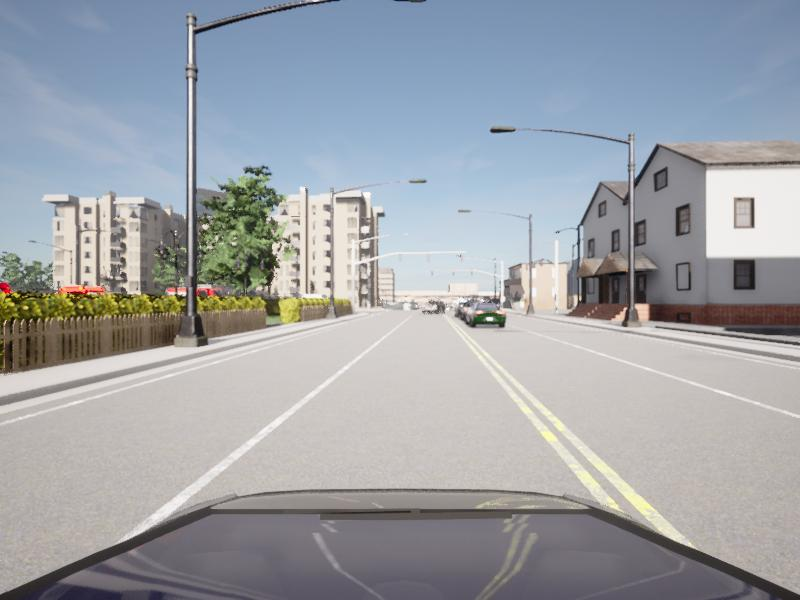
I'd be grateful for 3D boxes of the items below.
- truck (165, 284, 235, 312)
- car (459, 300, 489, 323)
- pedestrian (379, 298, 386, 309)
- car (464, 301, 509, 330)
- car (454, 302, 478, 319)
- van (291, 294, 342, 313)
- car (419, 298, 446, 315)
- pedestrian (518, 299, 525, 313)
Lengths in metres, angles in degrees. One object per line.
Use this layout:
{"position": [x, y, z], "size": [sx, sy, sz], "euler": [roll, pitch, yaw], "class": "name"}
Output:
{"position": [-27.772, -0.250, 55.805], "size": [8.468, 3.827, 2.891], "euler": [0, 0, 6], "class": "truck"}
{"position": [5.662, 0.829, 31.049], "size": [1.851, 1.617, 3.988], "euler": [0, 0, 4], "class": "car"}
{"position": [-2.946, 0.610, 67.342], "size": [0.751, 1.860, 0.751], "euler": [0, 0, 35], "class": "pedestrian"}
{"position": [5.158, 0.858, 24.570], "size": [2.038, 1.542, 4.974], "euler": [0, 0, 4], "class": "car"}
{"position": [6.169, 0.918, 37.594], "size": [1.812, 1.442, 4.674], "euler": [0, 0, 4], "class": "car"}
{"position": [-11.305, 0.448, 54.231], "size": [6.366, 2.431, 2.351], "euler": [0, 0, 5], "class": "van"}
{"position": [3.871, 0.717, 46.696], "size": [1.932, 1.855, 4.605], "euler": [-1, -1, 19], "class": "car"}
{"position": [15.968, 0.785, 52.436], "size": [0.751, 1.860, 0.751], "euler": [0, 0, 6], "class": "pedestrian"}
